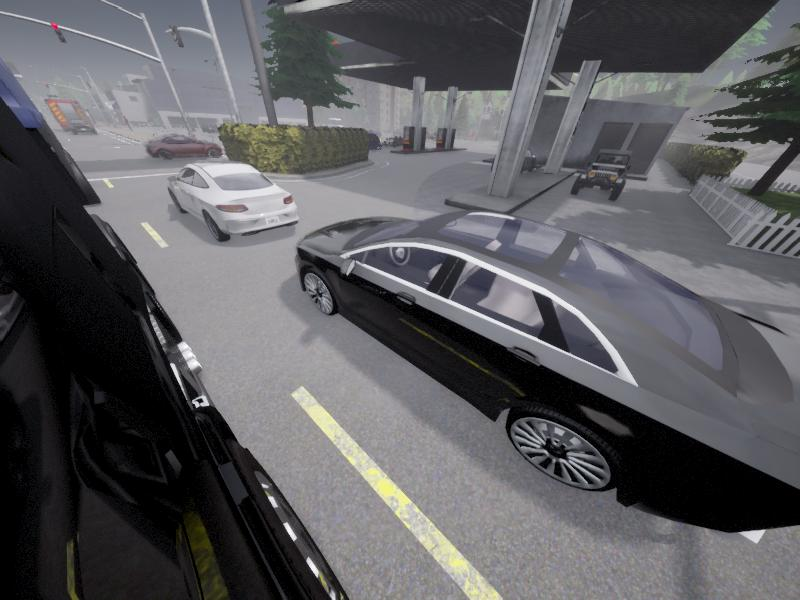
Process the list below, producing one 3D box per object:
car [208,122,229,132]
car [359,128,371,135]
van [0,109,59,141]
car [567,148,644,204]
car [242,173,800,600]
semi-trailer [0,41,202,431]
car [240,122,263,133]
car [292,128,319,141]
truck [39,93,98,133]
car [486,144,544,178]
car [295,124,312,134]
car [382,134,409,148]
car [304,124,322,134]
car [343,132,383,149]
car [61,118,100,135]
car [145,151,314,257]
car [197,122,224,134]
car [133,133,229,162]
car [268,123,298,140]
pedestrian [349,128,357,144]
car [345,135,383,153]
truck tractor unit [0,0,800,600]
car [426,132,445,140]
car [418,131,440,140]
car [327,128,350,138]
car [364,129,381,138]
[{"bbox_3d":[-36.407,-34.726,46.371,3.806,1.475,1.970,28,43,29],"label":"car"},{"bbox_3d":[-10.923,-52.851,72.428,3.633,1.501,1.845,28,43,29],"label":"car"},{"bbox_3d":[-34.018,-16.019,21.185,4.480,2.038,2.069,28,43,28],"label":"van"},{"bbox_3d":[10.170,-6.303,11.463,1.905,1.878,3.866,28,43,29],"label":"car"},{"bbox_3d":[0.630,-0.191,2.676,4.902,1.511,2.128,28,44,30],"label":"car"},{"bbox_3d":[-8.714,-3.597,4.210,14.254,4.402,2.717,28,44,30],"label":"semi-trailer"},{"bbox_3d":[-32.561,-37.757,50.532,5.027,1.636,2.152,28,43,29],"label":"car"},{"bbox_3d":[-14.646,-25.732,35.939,3.806,1.475,1.970,28,43,29],"label":"car"},{"bbox_3d":[-45.904,-25.784,32.009,8.468,3.827,2.891,28,44,30],"label":"truck"},{"bbox_3d":[8.573,-10.384,17.093,2.242,1.667,4.611,28,43,29],"label":"car"},{"bbox_3d":[-24.401,-43.476,58.557,3.866,1.878,1.905,28,43,29],"label":"car"},{"bbox_3d":[-0.618,-23.397,33.950,1.970,1.475,3.806,28,44,30],"label":"car"},{"bbox_3d":[-22.867,-44.911,60.606,4.605,1.855,1.932,28,43,29],"label":"car"},{"bbox_3d":[-4.674,-20.676,29.934,2.033,1.649,4.856,28,44,30],"label":"car"},{"bbox_3d":[-39.105,-21.237,28.276,4.974,1.542,2.038,28,44,30],"label":"car"},{"bbox_3d":[-4.554,-2.836,6.096,4.674,1.442,1.812,28,43,29],"label":"car"},{"bbox_3d":[-33.321,-30.195,40.621,4.514,1.523,2.007,28,43,29],"label":"car"},{"bbox_3d":[-14.708,-10.467,15.775,1.994,1.385,4.181,29,44,29],"label":"car"},{"bbox_3d":[-17.225,-24.737,33.973,3.866,1.878,1.905,28,43,29],"label":"car"},{"bbox_3d":[-6.700,-23.413,32.974,0.751,1.860,0.751,28,44,30],"label":"pedestrian"},{"bbox_3d":[-3.988,-17.825,26.295,1.816,1.474,4.193,28,44,30],"label":"car"},{"bbox_3d":[-2.645,-0.295,0.351,6.516,4.208,3.053,28,44,30],"label":"truck tractor unit"},{"bbox_3d":[9.117,-42.325,59.568,4.514,1.523,2.007,28,43,29],"label":"car"},{"bbox_3d":[7.158,-40.924,57.558,5.027,1.636,2.152,28,43,29],"label":"car"},{"bbox_3d":[-12.703,-34.423,47.568,4.514,1.523,2.007,28,43,29],"label":"car"},{"bbox_3d":[-6.300,-38.807,53.864,3.633,1.501,1.845,28,43,29],"label":"car"}]
